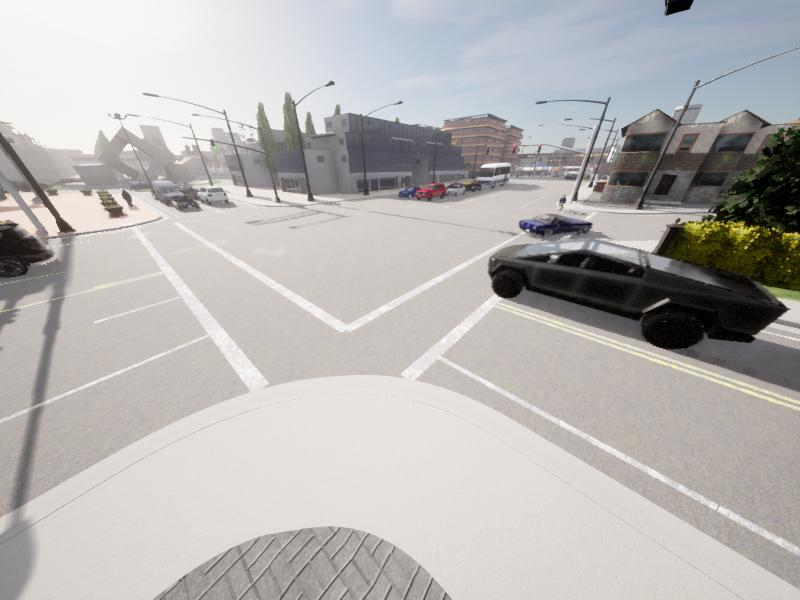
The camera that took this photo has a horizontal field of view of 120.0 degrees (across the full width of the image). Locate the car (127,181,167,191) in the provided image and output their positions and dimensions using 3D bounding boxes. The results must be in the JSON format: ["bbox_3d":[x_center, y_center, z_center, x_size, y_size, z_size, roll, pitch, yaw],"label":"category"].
[{"bbox_3d":[-52.028,-23.528,47.669,5.357,1.411,2.033,-26,39,-37],"label":"car"}]

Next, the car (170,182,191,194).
[{"bbox_3d":[-39.723,-20.263,41.765,1.930,1.638,5.238,-26,39,-37],"label":"car"}]

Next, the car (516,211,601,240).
[{"bbox_3d":[10.945,-5.278,16.147,4.718,1.301,1.895,-7,31,-12],"label":"car"}]

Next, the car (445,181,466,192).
[{"bbox_3d":[10.656,-21.736,44.166,1.994,1.385,4.181,24,39,35],"label":"car"}]

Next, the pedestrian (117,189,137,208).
[{"bbox_3d":[-30.246,-11.263,25.611,0.751,1.860,0.751,22,37,33],"label":"pedestrian"}]

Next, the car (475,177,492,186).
[{"bbox_3d":[19.038,-27.106,52.717,1.812,1.442,4.674,23,39,34],"label":"car"}]

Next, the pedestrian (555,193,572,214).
[{"bbox_3d":[16.269,-9.631,23.027,0.751,1.860,0.751,11,32,18],"label":"pedestrian"}]

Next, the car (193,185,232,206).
[{"bbox_3d":[-24.089,-13.486,29.622,5.566,2.045,2.150,23,37,34],"label":"car"}]

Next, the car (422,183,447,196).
[{"bbox_3d":[5.948,-18.877,39.331,1.837,1.490,4.892,22,38,34],"label":"car"}]

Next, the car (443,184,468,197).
[{"bbox_3d":[9.175,-18.068,37.952,1.812,1.442,4.674,23,38,34],"label":"car"}]

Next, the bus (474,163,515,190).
[{"bbox_3d":[19.637,-25.762,47.774,3.944,4.253,10.273,23,39,34],"label":"bus"}]

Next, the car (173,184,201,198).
[{"bbox_3d":[-34.663,-17.825,37.543,5.238,1.638,1.930,23,37,34],"label":"car"}]

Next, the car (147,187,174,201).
[{"bbox_3d":[-35.140,-15.621,33.838,3.633,1.501,1.845,22,37,33],"label":"car"}]

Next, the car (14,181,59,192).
[{"bbox_3d":[-70.223,-22.054,44.721,4.553,1.767,2.097,0,30,1],"label":"car"}]

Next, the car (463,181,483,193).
[{"bbox_3d":[13.383,-20.697,42.256,1.816,1.474,4.193,23,38,34],"label":"car"}]

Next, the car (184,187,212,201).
[{"bbox_3d":[-29.555,-15.560,33.787,4.193,1.474,1.816,23,37,34],"label":"car"}]

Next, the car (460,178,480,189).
[{"bbox_3d":[14.715,-24.380,48.283,1.882,1.535,5.008,23,39,34],"label":"car"}]

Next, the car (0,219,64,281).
[{"bbox_3d":[-18.616,-1.588,9.198,2.150,2.045,5.566,22,37,33],"label":"car"}]

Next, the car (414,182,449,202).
[{"bbox_3d":[4.495,-15.481,32.969,2.150,2.045,5.566,23,37,34],"label":"car"}]

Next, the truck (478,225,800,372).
[{"bbox_3d":[6.161,-0.693,7.412,6.274,2.098,2.390,23,37,34],"label":"truck"}]

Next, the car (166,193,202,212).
[{"bbox_3d":[-24.281,-11.043,25.962,4.193,1.474,1.816,23,37,34],"label":"car"}]

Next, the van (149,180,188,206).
[{"bbox_3d":[-29.986,-13.922,29.886,5.915,2.561,1.988,23,37,34],"label":"van"}]

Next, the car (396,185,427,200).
[{"bbox_3d":[1.789,-16.373,35.030,1.882,1.535,5.008,22,37,34],"label":"car"}]

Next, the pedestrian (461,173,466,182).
[{"bbox_3d":[16.293,-31.573,59.461,0.751,1.860,0.751,26,39,37],"label":"pedestrian"}]
